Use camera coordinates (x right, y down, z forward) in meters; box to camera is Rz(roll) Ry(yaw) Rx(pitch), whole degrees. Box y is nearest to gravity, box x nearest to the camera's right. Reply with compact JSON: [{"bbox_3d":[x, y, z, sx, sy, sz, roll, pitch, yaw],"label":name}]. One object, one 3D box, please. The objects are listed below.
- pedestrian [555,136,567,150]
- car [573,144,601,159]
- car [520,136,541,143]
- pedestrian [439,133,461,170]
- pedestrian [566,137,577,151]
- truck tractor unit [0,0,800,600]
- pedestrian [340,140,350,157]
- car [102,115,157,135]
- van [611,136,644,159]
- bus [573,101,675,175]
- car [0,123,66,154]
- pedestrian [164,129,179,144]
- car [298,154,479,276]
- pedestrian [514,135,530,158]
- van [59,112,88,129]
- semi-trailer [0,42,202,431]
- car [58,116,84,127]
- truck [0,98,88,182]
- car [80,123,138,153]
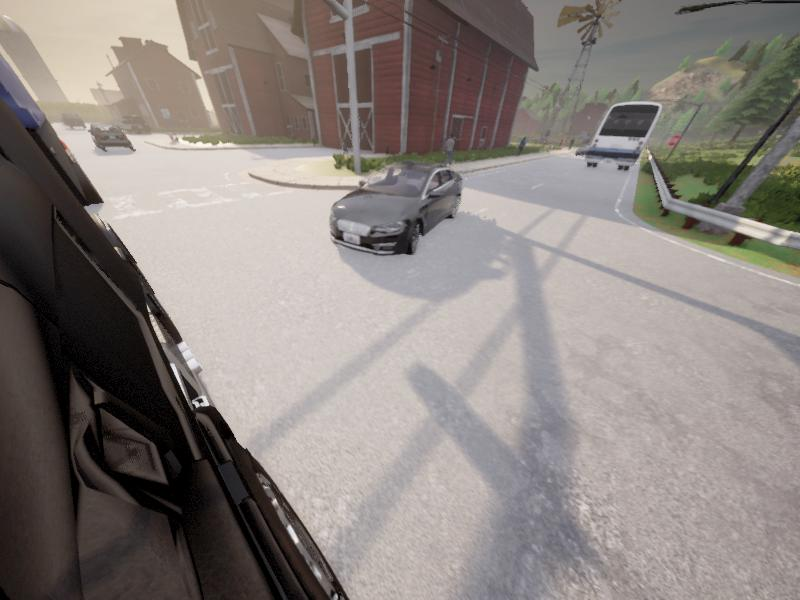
[{"bbox_3d":[28.147,-27.442,40.357,0.751,1.860,0.751,-5,38,-11],"label":"pedestrian"},{"bbox_3d":[24.422,-19.409,30.077,1.994,1.385,4.181,28,44,30],"label":"car"},{"bbox_3d":[39.742,-48.837,70.203,5.238,1.638,1.930,-7,38,-12],"label":"car"},{"bbox_3d":[3.125,-9.342,14.530,0.751,1.860,0.751,-28,47,-35],"label":"pedestrian"},{"bbox_3d":[28.022,-25.486,37.733,0.751,1.860,0.751,25,42,27],"label":"pedestrian"},{"bbox_3d":[-2.645,-0.295,0.351,6.516,4.208,3.053,28,44,30],"label":"truck tractor unit"},{"bbox_3d":[-4.340,-11.986,18.232,0.500,1.100,0.500,29,44,30],"label":"pedestrian"},{"bbox_3d":[-34.941,-22.747,29.959,3.866,1.878,1.905,-1,43,-2],"label":"car"},{"bbox_3d":[33.074,-22.264,33.571,2.351,2.431,6.366,29,44,31],"label":"van"},{"bbox_3d":[19.470,-14.147,20.309,3.944,4.253,10.273,29,44,30],"label":"bus"},{"bbox_3d":[-24.359,-10.746,15.292,4.181,1.385,1.994,28,44,30],"label":"car"},{"bbox_3d":[-20.406,-14.588,20.616,0.500,1.100,0.500,29,44,31],"label":"pedestrian"},{"bbox_3d":[0.244,-2.636,5.946,2.128,1.511,4.902,19,40,21],"label":"car"},{"bbox_3d":[12.481,-15.704,23.644,0.751,1.860,0.751,28,43,29],"label":"pedestrian"},{"bbox_3d":[-51.196,-28.096,36.243,4.442,1.987,1.775,28,43,30],"label":"van"},{"bbox_3d":[-8.692,-3.616,4.224,14.254,4.402,2.717,28,44,30],"label":"semi-trailer"},{"bbox_3d":[-60.007,-32.598,42.123,4.792,1.488,2.163,28,44,30],"label":"car"},{"bbox_3d":[-16.212,-6.844,9.670,5.204,2.467,2.627,28,44,30],"label":"truck"},{"bbox_3d":[-21.233,-11.889,16.869,3.705,1.549,1.789,28,44,30],"label":"car"}]
